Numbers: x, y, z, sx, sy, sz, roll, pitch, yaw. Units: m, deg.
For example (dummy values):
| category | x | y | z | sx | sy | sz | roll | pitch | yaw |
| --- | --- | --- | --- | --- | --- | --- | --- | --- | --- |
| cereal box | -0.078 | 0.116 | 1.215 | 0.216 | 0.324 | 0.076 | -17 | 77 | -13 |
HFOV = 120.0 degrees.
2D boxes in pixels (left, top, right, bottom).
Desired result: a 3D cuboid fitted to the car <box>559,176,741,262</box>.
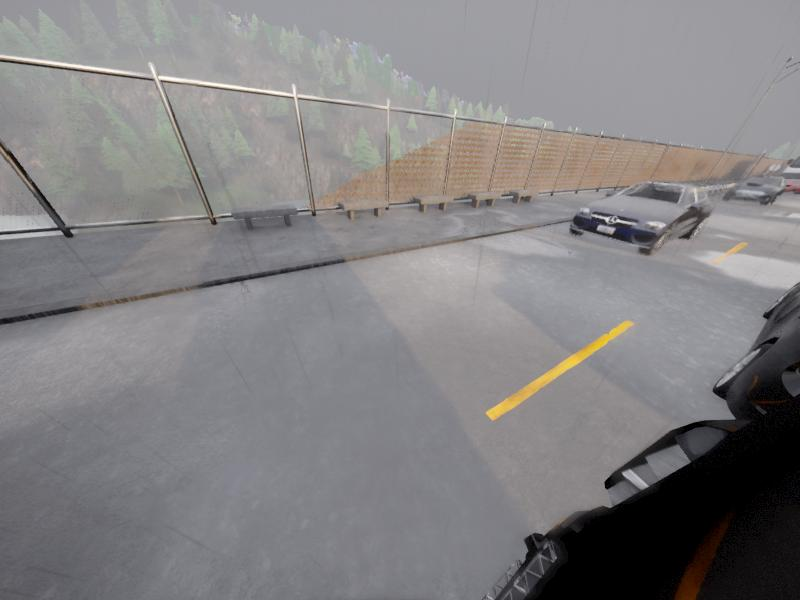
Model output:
| category | x | y | z | sx | sy | sz | roll | pitch | yaw |
| --- | --- | --- | --- | --- | --- | --- | --- | --- | --- |
| car | 7.850 | -2.810 | 7.297 | 5.027 | 1.651 | 2.152 | -16 | 38 | -26 |

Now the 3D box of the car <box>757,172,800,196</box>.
| category | x | y | z | sx | sy | sz | roll | pitch | yaw |
| --- | --- | --- | --- | --- | --- | --- | --- | --- | --- |
| car | 36.990 | -11.137 | 22.003 | 4.611 | 1.667 | 2.242 | -16 | 38 | -26 |

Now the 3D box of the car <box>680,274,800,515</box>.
| category | x | y | z | sx | sy | sz | roll | pitch | yaw |
| --- | --- | --- | --- | --- | --- | --- | --- | --- | --- |
| car | 5.342 | 0.497 | 2.208 | 5.008 | 1.535 | 1.882 | -16 | 38 | -26 |

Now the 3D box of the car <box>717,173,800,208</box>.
| category | x | y | z | sx | sy | sz | roll | pitch | yaw |
| --- | --- | --- | --- | --- | --- | --- | --- | --- | --- |
| car | 23.958 | -7.404 | 15.432 | 4.856 | 1.649 | 2.033 | -16 | 38 | -26 |

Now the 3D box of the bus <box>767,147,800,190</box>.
| category | x | y | z | sx | sy | sz | roll | pitch | yaw |
| --- | --- | --- | --- | --- | --- | --- | --- | --- | --- |
| bus | 50.276 | -15.906 | 27.857 | 10.273 | 4.253 | 3.944 | -16 | 38 | -26 |
